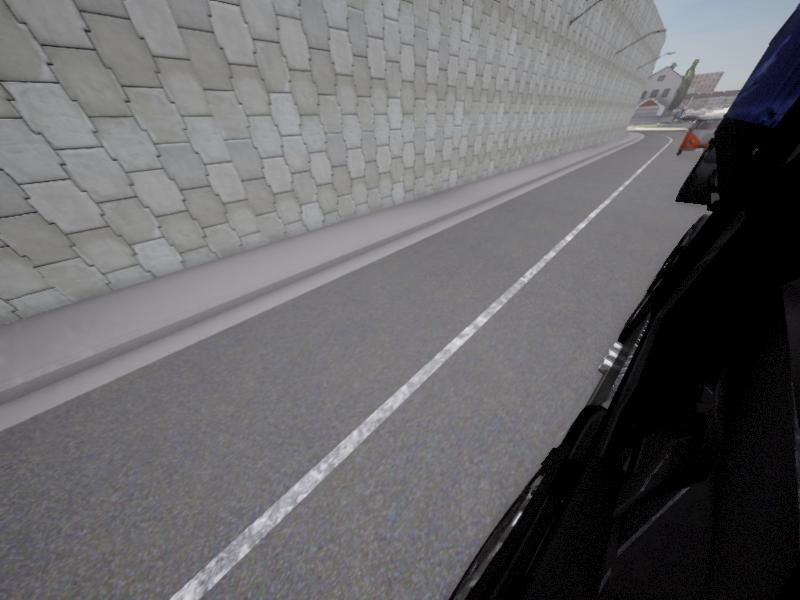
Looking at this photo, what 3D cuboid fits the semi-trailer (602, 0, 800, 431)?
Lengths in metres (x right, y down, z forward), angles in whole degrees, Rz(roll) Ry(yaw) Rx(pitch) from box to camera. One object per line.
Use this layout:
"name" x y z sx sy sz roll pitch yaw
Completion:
"semi-trailer" 8.455 -3.768 4.443 14.254 4.402 2.717 -31 45 -32

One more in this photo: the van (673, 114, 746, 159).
"van" 18.887 -10.131 14.261 4.442 1.987 1.775 -32 46 -33

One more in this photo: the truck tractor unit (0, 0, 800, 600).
"truck tractor unit" 2.645 -0.295 0.351 6.516 4.208 3.053 -28 44 -30

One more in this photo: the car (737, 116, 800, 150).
"car" 26.595 -11.904 16.388 2.242 1.667 4.611 29 47 35
